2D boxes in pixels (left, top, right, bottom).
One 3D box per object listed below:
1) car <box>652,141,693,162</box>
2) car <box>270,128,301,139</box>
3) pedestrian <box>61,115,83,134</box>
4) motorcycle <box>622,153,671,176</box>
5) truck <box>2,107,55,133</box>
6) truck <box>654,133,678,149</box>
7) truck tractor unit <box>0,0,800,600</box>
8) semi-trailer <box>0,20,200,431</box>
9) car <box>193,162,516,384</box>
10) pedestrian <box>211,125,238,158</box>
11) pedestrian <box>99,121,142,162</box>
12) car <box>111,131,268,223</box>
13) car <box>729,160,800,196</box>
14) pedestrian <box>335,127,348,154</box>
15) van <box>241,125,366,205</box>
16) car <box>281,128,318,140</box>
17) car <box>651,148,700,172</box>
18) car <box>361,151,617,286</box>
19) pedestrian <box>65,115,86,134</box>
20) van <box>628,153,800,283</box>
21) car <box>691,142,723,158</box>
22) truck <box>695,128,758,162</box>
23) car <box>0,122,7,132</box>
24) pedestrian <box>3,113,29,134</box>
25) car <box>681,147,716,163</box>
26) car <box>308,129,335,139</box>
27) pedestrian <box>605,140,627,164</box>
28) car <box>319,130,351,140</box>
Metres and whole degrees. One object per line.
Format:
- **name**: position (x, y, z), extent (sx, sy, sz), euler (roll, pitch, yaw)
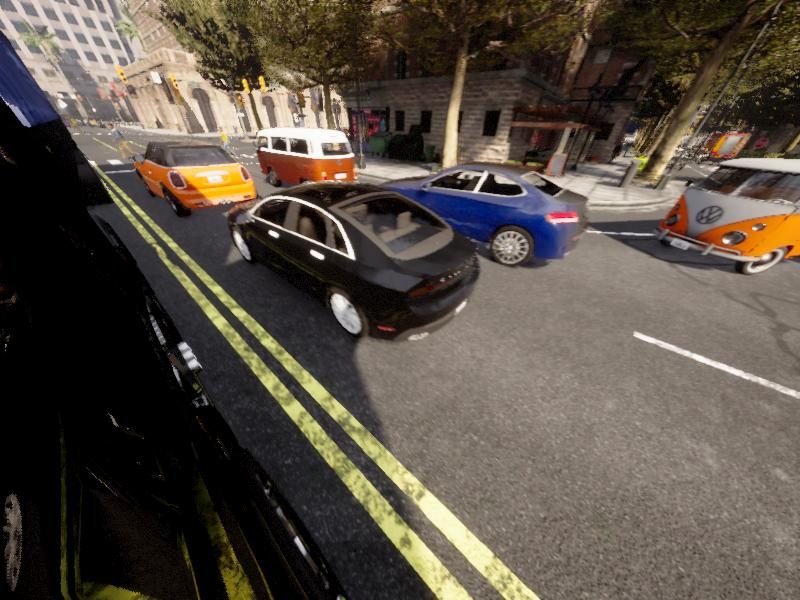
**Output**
- **car**: position (35.967, -19.798, 30.713), extent (2.435, 2.045, 5.566), euler (28, 43, 30)
- **car**: position (-19.345, -28.225, 39.178), extent (1.994, 1.385, 4.181), euler (28, 44, 30)
- **pedestrian**: position (-41.947, -22.419, 29.550), extent (0.751, 1.860, 0.751), euler (21, 40, 22)
- **motorcycle**: position (17.639, -9.762, 16.607), extent (2.033, 1.145, 0.803), euler (8, 47, 7)
- **truck**: position (-47.658, -23.211, 29.786), extent (5.204, 2.467, 2.627), euler (28, 44, 29)
- **truck**: position (80.546, -48.253, 70.112), extent (2.891, 3.827, 8.468), euler (28, 44, 30)
- **truck tractor unit**: position (-2.645, -0.295, 0.351), extent (6.516, 4.208, 3.053), euler (28, 44, 30)
- **semi-trailer**: position (-8.598, -3.661, 4.339), extent (14.254, 4.402, 2.717), euler (29, 44, 31)
- **car**: position (-1.127, -1.092, 3.803), extent (4.892, 1.490, 1.837), euler (28, 43, 30)
- **pedestrian**: position (-12.213, -11.050, 16.130), extent (0.751, 1.860, 0.751), euler (32, 45, 33)
- **pedestrian**: position (-15.782, -8.957, 13.103), extent (0.751, 1.860, 0.751), euler (29, 44, 31)
- **car**: position (-6.551, -4.063, 7.203), extent (4.553, 1.767, 2.097), euler (28, 43, 30)
- **car**: position (22.786, -7.615, 14.187), extent (1.895, 1.301, 4.718), euler (28, 44, 30)
- **pedestrian**: position (-5.076, -13.856, 20.077), extent (0.751, 1.860, 0.751), euler (0, 37, -3)
- **van**: position (-3.698, -5.384, 8.943), extent (4.480, 2.038, 2.069), euler (28, 43, 30)
- **car**: position (-16.312, -27.116, 37.741), extent (2.038, 1.542, 4.974), euler (28, 44, 30)
- **car**: position (26.229, -13.524, 22.185), extent (2.231, 1.521, 4.892), euler (28, 43, 30)
- **car**: position (1.639, -2.406, 5.628), extent (5.027, 1.651, 2.152), euler (28, 43, 30)
- **pedestrian**: position (-41.040, -22.166, 29.265), extent (0.751, 1.860, 0.751), euler (30, 45, 32)
- **van**: position (8.191, -1.868, 5.005), extent (4.442, 1.987, 1.775), euler (-5, 37, -11)
- **car**: position (56.250, -27.644, 42.474), extent (2.150, 2.045, 5.566), euler (28, 43, 30)
- **truck**: position (50.289, -24.208, 36.013), extent (2.891, 3.827, 8.468), euler (28, 44, 30)
- **car**: position (-50.171, -21.407, 28.036), extent (4.892, 1.490, 1.837), euler (28, 43, 30)
- **pedestrian**: position (-44.145, -20.307, 26.583), extent (0.751, 1.860, 0.751), euler (28, 44, 30)
- **car**: position (40.146, -19.600, 31.175), extent (1.970, 1.475, 3.806), euler (28, 43, 30)
- **car**: position (-14.794, -31.332, 43.624), extent (1.994, 1.385, 4.181), euler (29, 44, 31)
- **pedestrian**: position (20.208, -13.828, 21.618), extent (0.751, 1.860, 0.751), euler (26, 43, 28)
- **car**: position (-11.729, -30.190, 42.260), extent (2.033, 1.411, 5.357), euler (28, 44, 30)
